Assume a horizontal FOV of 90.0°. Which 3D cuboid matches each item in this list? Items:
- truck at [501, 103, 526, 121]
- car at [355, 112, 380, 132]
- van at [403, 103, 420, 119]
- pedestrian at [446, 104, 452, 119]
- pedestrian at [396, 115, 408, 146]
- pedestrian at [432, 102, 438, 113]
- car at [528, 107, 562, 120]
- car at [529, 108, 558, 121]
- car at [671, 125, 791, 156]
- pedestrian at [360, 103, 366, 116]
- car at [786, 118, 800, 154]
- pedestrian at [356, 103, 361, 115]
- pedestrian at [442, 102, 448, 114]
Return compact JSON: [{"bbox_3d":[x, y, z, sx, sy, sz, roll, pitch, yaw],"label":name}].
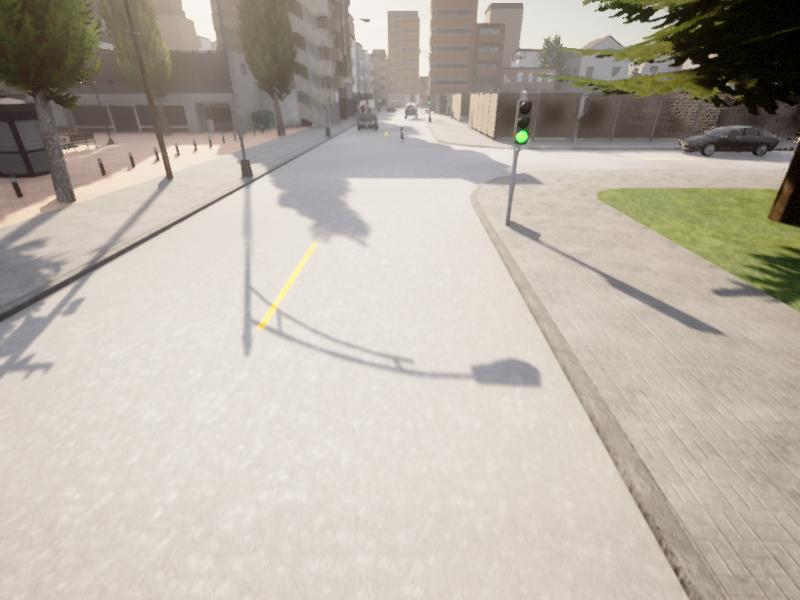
[{"bbox_3d":[15.221,-25.354,53.822,2.069,2.038,4.478,1,27,1],"label":"truck"},{"bbox_3d":[-3.094,-17.565,39.311,2.007,1.525,4.514,0,27,1],"label":"car"},{"bbox_3d":[1.744,-27.676,58.509,2.069,2.038,4.480,2,27,6],"label":"van"},{"bbox_3d":[6.833,-26.512,56.149,0.751,1.860,0.751,2,27,5],"label":"pedestrian"},{"bbox_3d":[0.112,-11.198,26.448,0.751,1.860,0.751,0,27,0],"label":"pedestrian"},{"bbox_3d":[6.306,-35.129,72.968,0.751,1.860,0.751,-12,29,-21],"label":"pedestrian"},{"bbox_3d":[19.400,-24.947,53.554,3.705,1.547,1.789,1,27,1],"label":"car"},{"bbox_3d":[19.176,-24.959,53.734,2.033,1.415,5.357,1,27,1],"label":"car"},{"bbox_3d":[18.636,-9.083,22.767,4.892,1.490,1.837,0,27,1],"label":"car"},{"bbox_3d":[-5.872,-30.216,63.389,0.751,1.860,0.751,-3,27,-6],"label":"pedestrian"},{"bbox_3d":[25.237,-9.152,22.479,4.605,1.855,1.932,0,27,1],"label":"car"},{"bbox_3d":[-6.792,-31.274,65.457,0.751,1.860,0.751,2,27,4],"label":"pedestrian"},{"bbox_3d":[7.964,-34.005,70.773,0.751,1.860,0.751,21,34,36],"label":"pedestrian"}]
